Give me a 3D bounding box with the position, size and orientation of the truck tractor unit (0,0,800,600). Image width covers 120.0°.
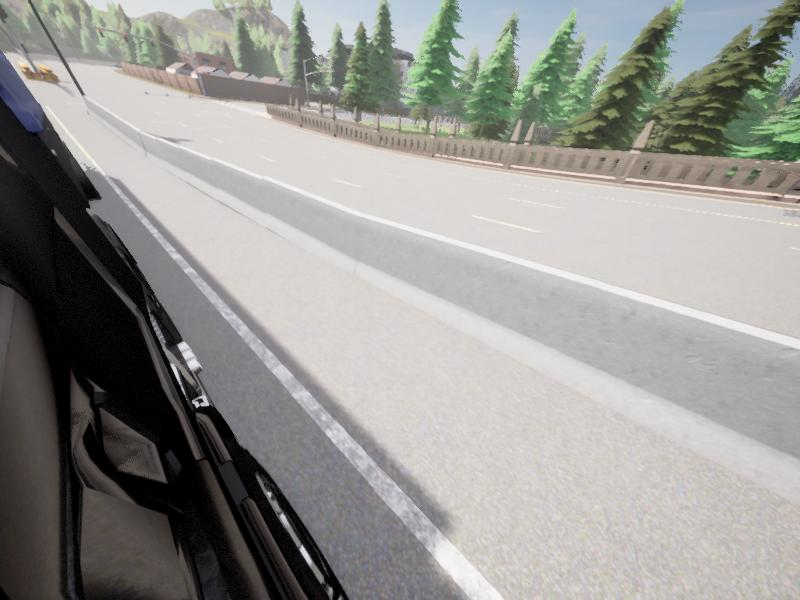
[{"bbox_3d":[-2.645,-0.295,0.352,6.516,4.208,3.053,28,44,30],"label":"truck tractor unit"}]

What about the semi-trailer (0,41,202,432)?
[{"bbox_3d":[-8.659,-3.703,4.158,14.254,4.402,2.717,29,44,29],"label":"semi-trailer"}]

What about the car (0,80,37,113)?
[{"bbox_3d":[-28.852,-15.003,16.926,3.806,1.475,1.970,35,47,27],"label":"car"}]

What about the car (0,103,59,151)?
[{"bbox_3d":[-18.947,-8.489,11.225,4.181,1.385,1.994,32,45,26],"label":"car"}]

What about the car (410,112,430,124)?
[{"bbox_3d":[5.427,-48.649,61.921,2.150,2.045,5.566,34,47,26],"label":"car"}]
